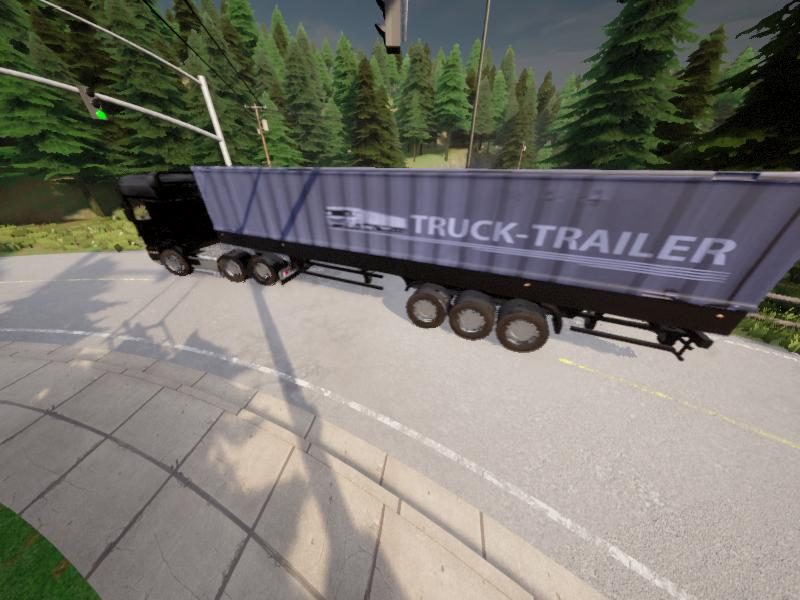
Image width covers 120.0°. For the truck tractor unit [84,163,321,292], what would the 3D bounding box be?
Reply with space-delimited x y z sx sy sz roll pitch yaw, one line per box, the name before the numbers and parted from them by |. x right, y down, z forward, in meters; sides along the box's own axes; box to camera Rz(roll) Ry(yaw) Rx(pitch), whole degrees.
truck tractor unit | -7.400 -3.240 9.699 6.516 4.208 3.053 6 30 10

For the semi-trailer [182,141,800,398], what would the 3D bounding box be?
semi-trailer | -0.030 -1.928 7.223 14.254 4.402 2.717 12 32 20
